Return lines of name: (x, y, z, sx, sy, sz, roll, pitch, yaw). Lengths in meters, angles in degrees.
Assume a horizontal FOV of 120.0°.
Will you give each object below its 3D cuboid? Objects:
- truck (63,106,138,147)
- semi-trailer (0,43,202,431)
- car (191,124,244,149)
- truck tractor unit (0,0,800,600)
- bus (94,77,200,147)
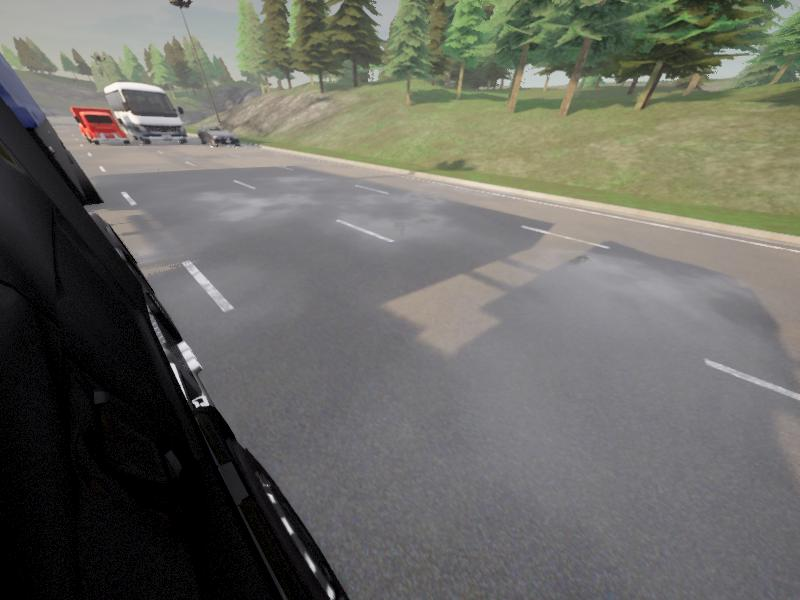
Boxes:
truck: (-24.959, -14.478, 19.275, 5.204, 2.467, 2.627, 29, 44, 30)
semi-trailer: (-8.692, -3.614, 4.227, 14.254, 4.402, 2.717, 28, 44, 30)
car: (-17.264, -15.476, 21.796, 5.027, 1.651, 2.152, 29, 44, 30)
truck tractor unit: (-2.645, -0.295, 0.351, 6.516, 4.208, 3.053, 28, 44, 30)
bus: (-24.101, -17.602, 22.002, 10.273, 4.253, 3.944, 29, 44, 30)
